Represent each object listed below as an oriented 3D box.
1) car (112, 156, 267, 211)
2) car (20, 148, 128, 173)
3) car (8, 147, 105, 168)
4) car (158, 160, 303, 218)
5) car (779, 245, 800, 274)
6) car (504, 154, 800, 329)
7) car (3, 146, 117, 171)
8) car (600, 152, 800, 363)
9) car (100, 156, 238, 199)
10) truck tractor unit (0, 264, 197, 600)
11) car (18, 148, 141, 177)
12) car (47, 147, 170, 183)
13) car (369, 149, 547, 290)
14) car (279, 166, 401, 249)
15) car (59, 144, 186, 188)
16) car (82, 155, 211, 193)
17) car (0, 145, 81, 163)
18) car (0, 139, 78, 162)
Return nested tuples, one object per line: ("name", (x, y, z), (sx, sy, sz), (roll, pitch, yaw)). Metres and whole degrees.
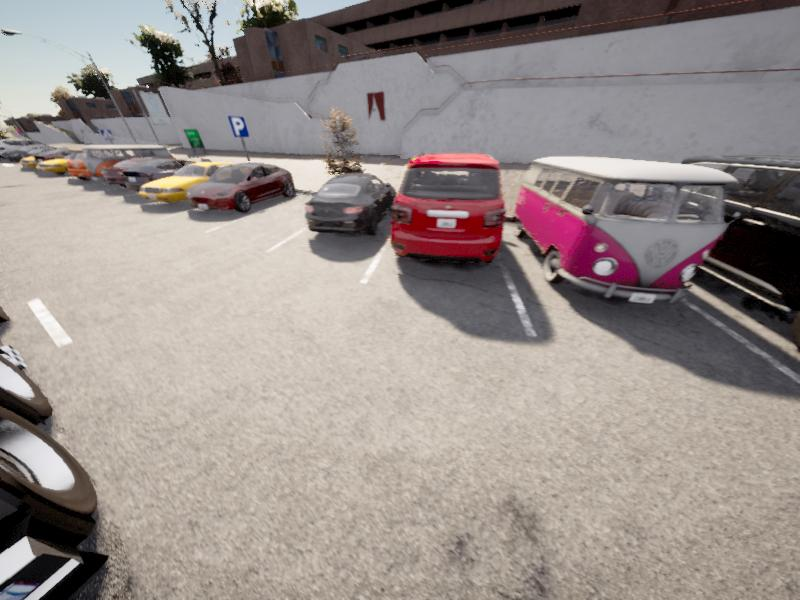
("car", (-9.134, -5.752, 10.946), (1.946, 1.575, 5.366), (6, 35, 8))
("car", (-27.192, -11.936, 19.640), (2.163, 1.488, 4.792), (6, 35, 8))
("car", (-32.361, -13.660, 22.038), (2.002, 1.452, 4.674), (6, 35, 8))
("car", (-6.527, -4.956, 9.868), (2.163, 1.488, 4.792), (6, 35, 8))
("car", (8.975, 0.077, 2.482), (2.231, 1.521, 4.892), (5, 35, 8))
("car", (3.797, -1.731, 4.730), (1.878, 1.987, 4.442), (6, 35, 8))
("car", (-29.805, -12.720, 20.655), (1.946, 1.575, 5.366), (7, 35, 8))
("car", (6.396, -0.960, 3.555), (2.435, 2.045, 5.566), (6, 35, 8))
("car", (-11.691, -6.704, 12.365), (2.163, 1.488, 4.792), (6, 35, 8))
("truck tractor unit", (-5.115, -0.298, 0.779), (6.516, 4.208, 3.053), (18, 39, 24))
("car", (-24.641, -10.965, 18.238), (1.946, 1.575, 5.366), (7, 35, 8))
("car", (-19.451, -9.402, 15.875), (2.185, 1.767, 4.553), (6, 35, 8))
("car", (1.230, -2.676, 6.070), (2.435, 2.045, 5.566), (6, 35, 8))
("car", (-1.358, -3.263, 7.438), (2.002, 1.452, 4.674), (6, 35, 8))
("car", (-16.868, -8.562, 14.532), (1.878, 1.987, 4.442), (7, 35, 8))
("car", (-14.280, -7.542, 13.560), (2.002, 1.452, 4.674), (6, 35, 8))
("car", (-40.093, -16.308, 25.661), (2.231, 1.521, 4.892), (6, 35, 8))
("car", (-42.681, -17.397, 26.752), (2.435, 2.045, 5.566), (6, 35, 8))
